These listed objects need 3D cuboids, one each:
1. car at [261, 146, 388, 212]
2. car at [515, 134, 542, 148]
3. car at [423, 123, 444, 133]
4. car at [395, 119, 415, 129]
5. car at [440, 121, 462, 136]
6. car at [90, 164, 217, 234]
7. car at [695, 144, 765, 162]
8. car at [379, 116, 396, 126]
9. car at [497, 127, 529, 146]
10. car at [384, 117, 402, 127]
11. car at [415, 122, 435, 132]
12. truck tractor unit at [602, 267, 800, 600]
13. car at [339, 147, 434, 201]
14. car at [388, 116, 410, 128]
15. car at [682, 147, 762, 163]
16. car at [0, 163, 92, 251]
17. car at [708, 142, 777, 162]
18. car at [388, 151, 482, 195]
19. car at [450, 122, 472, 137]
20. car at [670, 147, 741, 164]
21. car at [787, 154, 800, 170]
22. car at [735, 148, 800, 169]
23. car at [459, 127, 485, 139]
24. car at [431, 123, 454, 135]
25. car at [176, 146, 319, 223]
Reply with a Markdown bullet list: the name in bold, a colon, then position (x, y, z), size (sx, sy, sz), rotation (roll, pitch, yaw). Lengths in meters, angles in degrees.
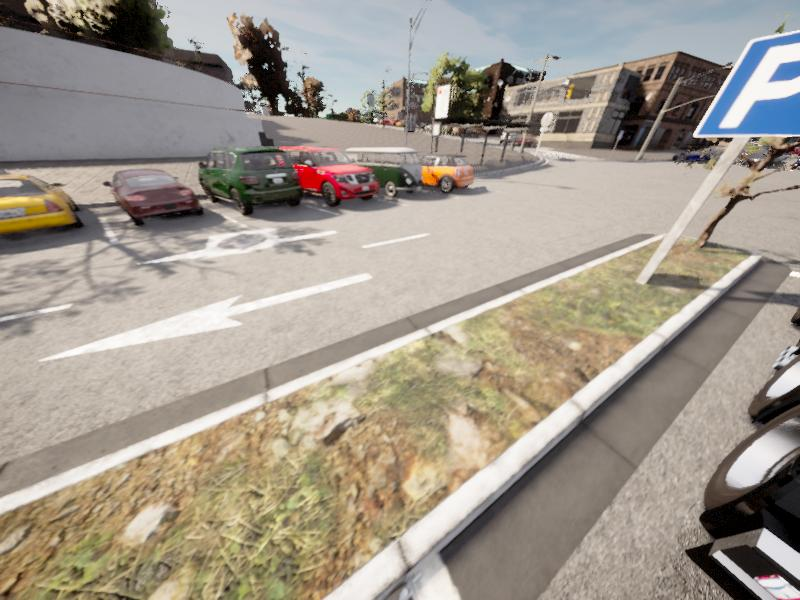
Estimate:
- **car**: position (-3.455, -5.697, 10.410), size (5.566, 2.045, 2.435), rotation (25, 41, 32)
- **car**: position (19.201, -23.671, 34.429), size (2.002, 1.452, 4.674), rotation (31, 44, 28)
- **car**: position (7.264, -37.457, 50.313), size (2.002, 1.452, 4.674), rotation (31, 44, 28)
- **car**: position (1.355, -44.440, 58.309), size (1.946, 1.575, 5.366), rotation (30, 44, 28)
- **car**: position (10.196, -34.165, 46.099), size (1.878, 1.987, 4.442), rotation (31, 44, 28)
- **car**: position (-8.691, -3.772, 8.095), size (4.674, 1.452, 2.002), rotation (25, 42, 32)
- **car**: position (41.023, -18.454, 28.970), size (2.185, 1.767, 4.553), rotation (-29, 43, -36)
- **car**: position (-3.341, -49.578, 64.058), size (2.185, 1.767, 4.553), rotation (28, 42, 28)
- **car**: position (17.744, -25.632, 36.250), size (2.435, 2.045, 5.566), rotation (31, 44, 28)
- **car**: position (-1.844, -47.884, 62.049), size (2.185, 1.767, 4.553), rotation (29, 43, 28)
- **car**: position (5.753, -39.179, 52.294), size (2.002, 1.452, 4.674), rotation (30, 44, 28)
- **truck tractor unit**: position (5.117, -0.291, 0.784), size (6.516, 4.208, 3.053), rotation (-18, 39, -24)
- **car**: position (-0.776, -6.481, 11.610), size (4.442, 1.987, 1.878), rotation (25, 41, 32)
- **car**: position (-0.281, -46.257, 59.991), size (2.435, 2.045, 5.566), rotation (30, 44, 27)
- **car**: position (38.427, -17.560, 27.875), size (1.946, 1.575, 5.366), rotation (-29, 43, -36)
- **car**: position (-11.434, -3.028, 6.925), size (5.366, 1.575, 1.946), rotation (25, 42, 32)
- **car**: position (43.883, -19.175, 29.849), size (1.878, 1.987, 4.442), rotation (-28, 43, -35)
- **car**: position (1.781, -7.255, 12.929), size (4.553, 1.767, 2.185), rotation (26, 42, 33)
- **car**: position (11.692, -32.439, 44.110), size (1.878, 1.987, 4.442), rotation (31, 44, 28)
- **car**: position (35.519, -16.991, 27.109), size (4.792, 1.488, 2.163), rotation (29, 44, 36)
- **car**: position (37.387, -12.474, 20.584), size (4.193, 1.474, 1.816), rotation (-15, 37, -21)
- **car**: position (36.469, -14.143, 22.951), size (4.902, 1.511, 2.128), rotation (-15, 38, -20)
- **car**: position (13.228, -30.588, 42.338), size (2.231, 1.521, 4.892), rotation (31, 44, 28)
- **car**: position (8.876, -35.845, 48.417), size (1.946, 1.575, 5.366), rotation (31, 44, 28)
- **car**: position (-6.113, -4.871, 9.194), size (5.566, 2.045, 2.435), rotation (25, 42, 32)
